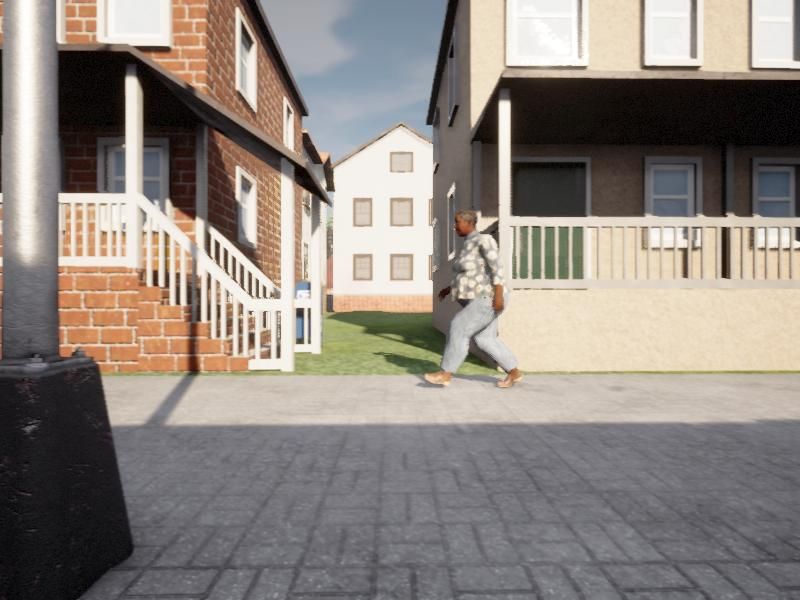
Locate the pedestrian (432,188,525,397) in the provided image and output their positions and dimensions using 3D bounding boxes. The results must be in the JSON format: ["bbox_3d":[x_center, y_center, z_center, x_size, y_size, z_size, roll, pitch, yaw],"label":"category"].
[{"bbox_3d":[0.736,-0.067,3.952,0.751,1.860,0.751,0,0,-2],"label":"pedestrian"}]

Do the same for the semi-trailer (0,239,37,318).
[{"bbox_3d":[-23.508,-1.206,17.414,2.717,4.402,14.254,0,0,-1],"label":"semi-trailer"}]
